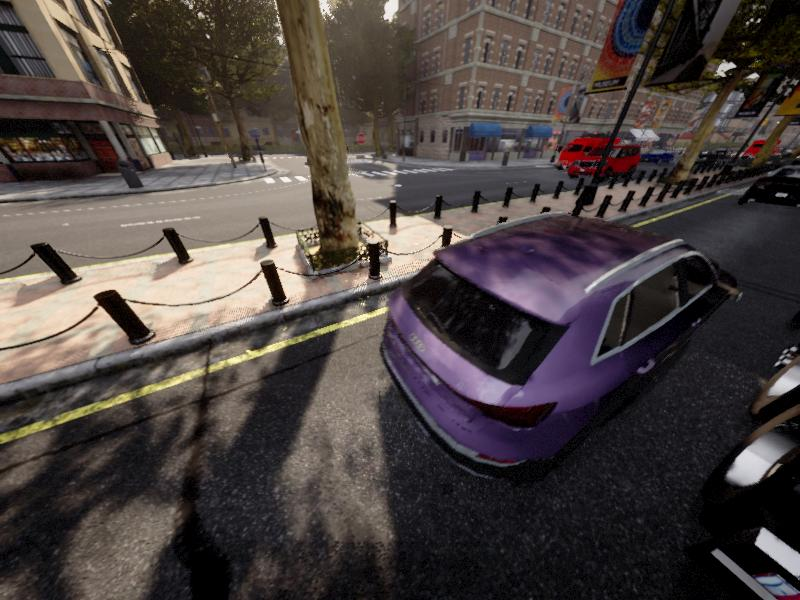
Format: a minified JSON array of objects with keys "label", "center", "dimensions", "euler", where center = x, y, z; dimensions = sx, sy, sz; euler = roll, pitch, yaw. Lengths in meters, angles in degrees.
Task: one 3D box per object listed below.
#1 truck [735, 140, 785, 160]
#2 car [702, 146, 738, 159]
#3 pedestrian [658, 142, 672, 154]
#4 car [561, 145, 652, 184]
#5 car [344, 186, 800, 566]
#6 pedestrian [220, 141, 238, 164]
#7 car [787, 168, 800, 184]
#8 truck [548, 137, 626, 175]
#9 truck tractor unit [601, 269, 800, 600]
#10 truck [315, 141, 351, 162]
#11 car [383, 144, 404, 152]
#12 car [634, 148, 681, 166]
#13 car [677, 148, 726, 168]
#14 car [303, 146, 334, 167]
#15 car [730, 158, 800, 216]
[{"label":"truck","center":[54.817,-22.876,35.169],"dimensions":[5.204,2.467,2.627],"euler":[-18,39,-24]},{"label":"car","center":[51.527,-23.731,37.187],"dimensions":[4.974,1.542,2.038],"euler":[-18,39,-24]},{"label":"pedestrian","center":[49.933,-28.621,43.610],"dimensions":[0.751,1.860,0.751],"euler":[-6,35,-10]},{"label":"car","center":[14.257,-9.488,15.965],"dimensions":[5.566,2.045,2.150],"euler":[-18,39,-24]},{"label":"car","center":[2.121,-0.119,2.765],"dimensions":[4.856,1.649,2.033],"euler":[-18,39,-24]},{"label":"pedestrian","center":[-16.774,-14.451,22.693],"dimensions":[0.751,1.860,0.751],"euler":[-19,39,-25]},{"label":"car","center":[28.355,-8.589,15.287],"dimensions":[3.806,1.475,1.970],"euler":[-18,39,-24]},{"label":"truck","center":[16.132,-12.571,20.038],"dimensions":[5.204,2.467,2.627],"euler":[-18,39,-24]},{"label":"truck tractor unit","center":[5.115,-0.297,0.766],"dimensions":[6.516,4.208,3.053],"euler":[-18,39,-24]},{"label":"truck","center":[-8.709,-19.334,29.876],"dimensions":[2.390,2.098,6.274],"euler":[-19,39,-25]},{"label":"car","center":[-1.492,-33.784,51.341],"dimensions":[4.181,1.385,1.994],"euler":[-18,39,-24]},{"label":"car","center":[30.047,-16.737,26.958],"dimensions":[5.008,1.535,1.882],"euler":[-18,39,-24]},{"label":"car","center":[32.054,-15.109,24.574],"dimensions":[3.988,1.617,1.851],"euler":[-18,39,-24]},{"label":"car","center":[-8.599,-15.126,24.261],"dimensions":[1.851,1.617,3.988],"euler":[-19,39,-25]},{"label":"car","center":[16.909,-4.940,9.805],"dimensions":[5.238,1.638,1.930],"euler":[-18,39,-24]}]
